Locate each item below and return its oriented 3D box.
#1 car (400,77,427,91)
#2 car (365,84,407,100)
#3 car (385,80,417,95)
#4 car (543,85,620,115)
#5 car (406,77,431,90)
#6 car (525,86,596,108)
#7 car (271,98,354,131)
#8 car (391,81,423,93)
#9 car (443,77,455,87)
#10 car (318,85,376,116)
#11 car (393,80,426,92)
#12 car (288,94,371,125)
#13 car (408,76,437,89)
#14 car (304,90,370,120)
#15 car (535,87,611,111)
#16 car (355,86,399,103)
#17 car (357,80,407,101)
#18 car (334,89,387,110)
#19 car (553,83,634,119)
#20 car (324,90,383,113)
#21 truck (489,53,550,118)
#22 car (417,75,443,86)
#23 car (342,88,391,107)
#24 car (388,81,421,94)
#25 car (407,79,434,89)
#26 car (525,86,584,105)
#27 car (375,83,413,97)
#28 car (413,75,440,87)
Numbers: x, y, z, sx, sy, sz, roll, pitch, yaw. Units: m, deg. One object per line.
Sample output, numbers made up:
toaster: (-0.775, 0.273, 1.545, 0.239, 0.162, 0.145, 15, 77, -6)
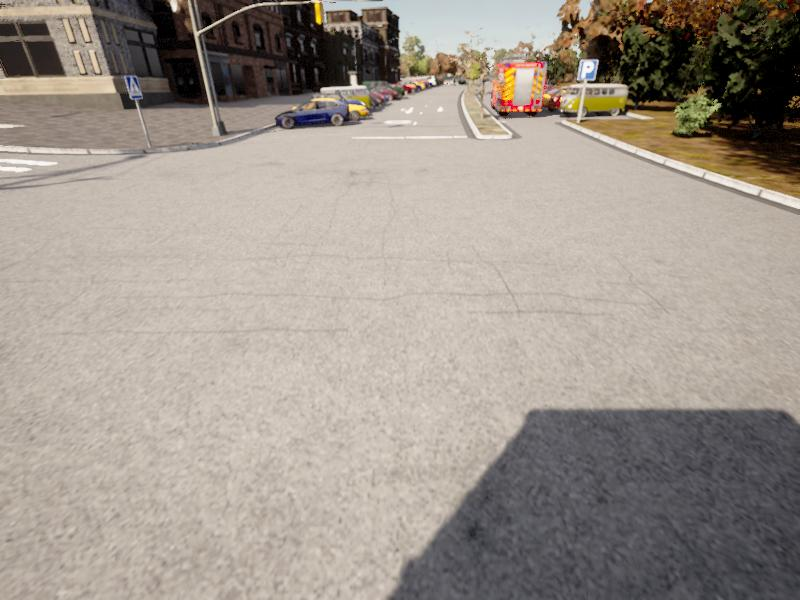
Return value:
car: (2.439, -38.820, 71.899, 4.442, 1.987, 1.878, -6, 30, -7)
car: (-1.784, -26.748, 51.364, 5.008, 1.535, 2.097, -8, 30, -9)
car: (0.179, -32.799, 61.640, 4.553, 1.767, 2.185, -7, 30, -8)
car: (13.543, -15.062, 30.052, 4.553, 1.767, 2.185, -7, 30, -12)
car: (3.573, -41.773, 77.027, 4.442, 1.987, 1.878, -6, 29, -7)
car: (14.043, -17.866, 35.184, 5.366, 1.575, 1.946, -7, 31, -11)
car: (-5.543, -11.823, 25.418, 4.792, 1.488, 2.163, -9, 31, -12)
car: (1.214, -35.655, 66.860, 5.008, 1.535, 2.097, -7, 30, -8)
car: (11.071, -48.784, 89.444, 2.242, 1.667, 4.611, 4, 30, 10)
car: (-4.374, -16.525, 33.083, 4.442, 1.987, 1.878, -9, 30, -11)
car: (1.591, -37.111, 69.397, 5.366, 1.575, 1.946, -6, 30, -7)
car: (-4.909, -13.353, 27.992, 5.366, 1.575, 1.946, -9, 30, -12)
car: (4.574, -44.721, 82.105, 5.566, 2.045, 2.435, -6, 30, -7)
car: (-4.828, -14.922, 30.496, 4.553, 1.767, 2.185, -9, 30, -12)
car: (14.071, -16.448, 32.710, 5.366, 1.575, 1.946, -7, 30, -12)
car: (-2.634, -23.732, 46.190, 4.674, 1.452, 2.002, -8, 30, -10)
car: (-2.199, -25.483, 48.654, 5.566, 2.045, 2.435, -8, 30, -10)
car: (-3.790, -19.260, 38.394, 4.674, 1.452, 2.002, -8, 30, -11)
car: (13.168, -13.670, 27.425, 4.442, 1.987, 1.878, -7, 31, -12)
car: (-4.153, -17.803, 35.776, 4.892, 1.521, 2.231, -9, 30, -11)
truck: (8.893, -16.656, 30.957, 2.891, 3.827, 8.468, 2, 30, 6)
car: (6.912, -50.622, 92.348, 5.566, 2.045, 2.435, -6, 29, -7)
car: (-3.429, -20.754, 41.000, 4.674, 1.452, 2.002, -8, 30, -10)
car: (0.696, -34.171, 64.282, 4.892, 1.521, 2.231, -7, 30, -8)
car: (4.035, -43.036, 79.680, 5.008, 1.535, 2.097, -6, 29, -7)
car: (14.566, -19.318, 37.797, 4.674, 1.452, 2.002, -7, 30, -11)
car: (-0.840, -29.719, 56.535, 5.008, 1.535, 2.097, -7, 30, -9)
car: (5.716, -47.665, 87.217, 5.566, 2.045, 2.435, -6, 30, -7)
